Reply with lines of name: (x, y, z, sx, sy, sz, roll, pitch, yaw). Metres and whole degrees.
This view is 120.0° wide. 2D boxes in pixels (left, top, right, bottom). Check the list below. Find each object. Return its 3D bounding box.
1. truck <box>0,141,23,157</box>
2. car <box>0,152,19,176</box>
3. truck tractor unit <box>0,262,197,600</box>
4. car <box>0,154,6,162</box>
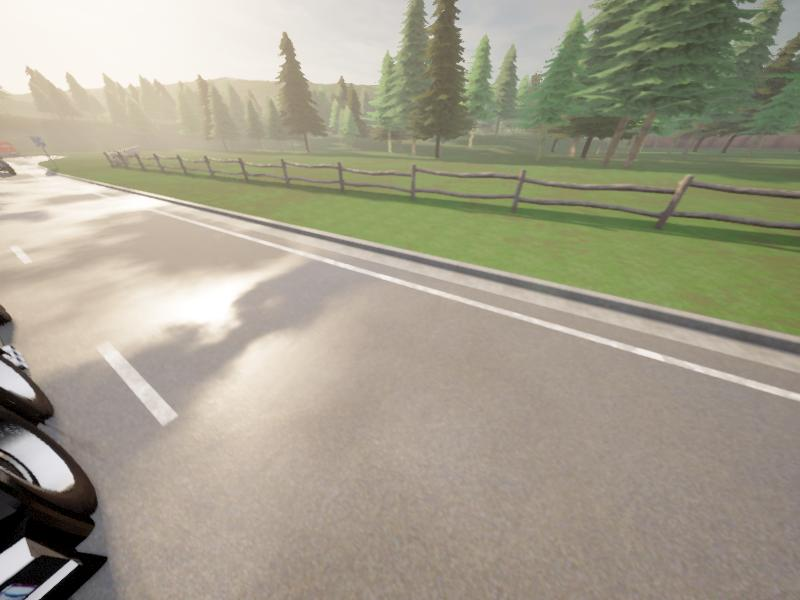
truck: (-76.346, -28.203, 43.253, 5.204, 2.467, 2.627, -5, 35, -7)
car: (-35.703, -11.854, 20.031, 4.856, 1.649, 2.033, 20, 40, 27)
truck tractor unit: (-5.115, -0.295, 0.788, 6.516, 4.208, 3.053, 18, 39, 24)
car: (-58.314, -20.308, 32.071, 5.566, 2.045, 2.150, 29, 44, 35)
